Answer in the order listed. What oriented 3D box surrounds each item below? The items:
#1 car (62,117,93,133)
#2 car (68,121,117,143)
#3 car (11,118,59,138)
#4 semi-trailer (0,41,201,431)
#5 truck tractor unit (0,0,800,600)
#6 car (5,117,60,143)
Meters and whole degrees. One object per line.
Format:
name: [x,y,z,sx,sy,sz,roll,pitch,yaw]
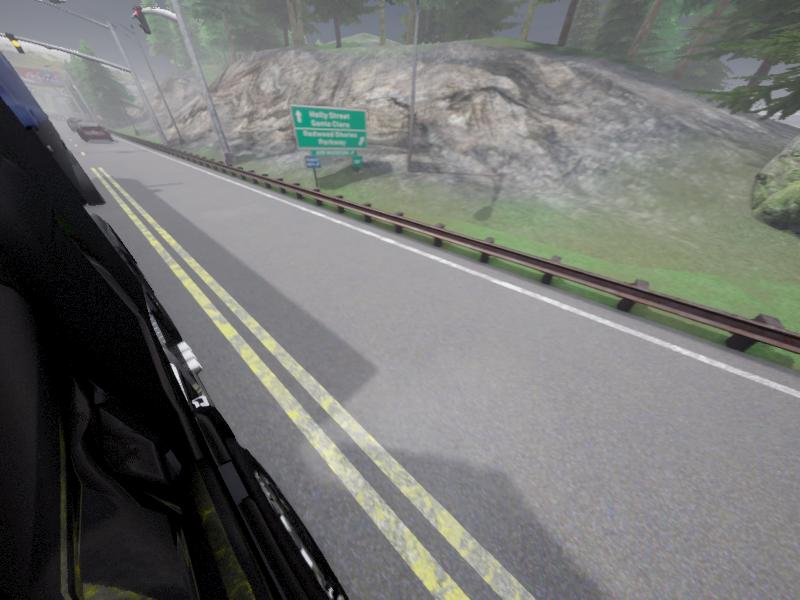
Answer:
car: [-46.258,-25.118,33.146,3.988,1.617,1.851,28,44,30]
car: [-30.563,-16.730,22.963,4.792,1.488,2.163,28,44,30]
car: [-38.883,-18.415,24.717,4.902,1.511,2.128,28,44,30]
semi-trailer: [-8.686,-3.600,4.257,14.254,4.402,2.717,28,44,30]
truck tractor unit: [-2.645,-0.295,0.351,6.516,4.208,3.053,28,44,30]
car: [-33.665,-15.691,21.286,4.856,1.649,2.033,28,44,30]
